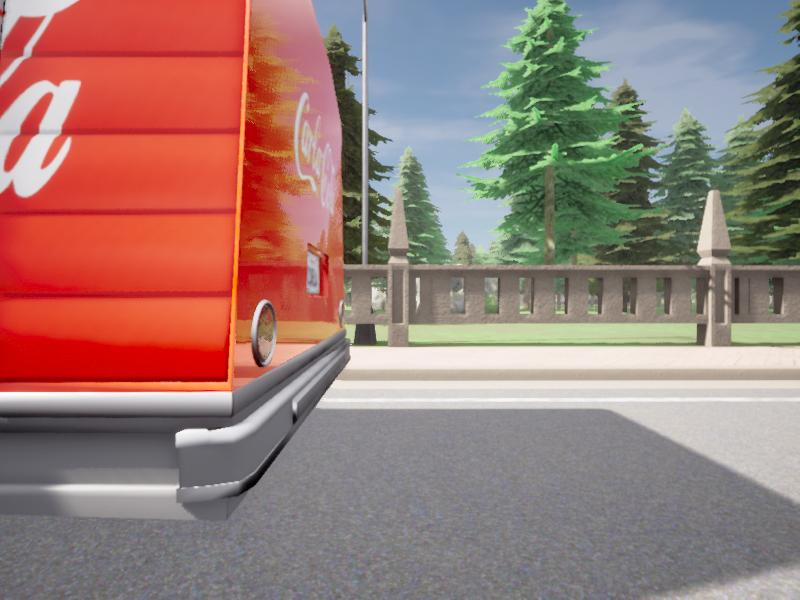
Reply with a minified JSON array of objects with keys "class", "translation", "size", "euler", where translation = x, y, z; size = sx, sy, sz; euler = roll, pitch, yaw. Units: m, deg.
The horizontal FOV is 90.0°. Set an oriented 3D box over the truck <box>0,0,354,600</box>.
[{"class":"truck","translation":[-2.990,-0.247,2.167],"size":[5.204,2.467,2.627],"euler":[0,0,-1]}]
